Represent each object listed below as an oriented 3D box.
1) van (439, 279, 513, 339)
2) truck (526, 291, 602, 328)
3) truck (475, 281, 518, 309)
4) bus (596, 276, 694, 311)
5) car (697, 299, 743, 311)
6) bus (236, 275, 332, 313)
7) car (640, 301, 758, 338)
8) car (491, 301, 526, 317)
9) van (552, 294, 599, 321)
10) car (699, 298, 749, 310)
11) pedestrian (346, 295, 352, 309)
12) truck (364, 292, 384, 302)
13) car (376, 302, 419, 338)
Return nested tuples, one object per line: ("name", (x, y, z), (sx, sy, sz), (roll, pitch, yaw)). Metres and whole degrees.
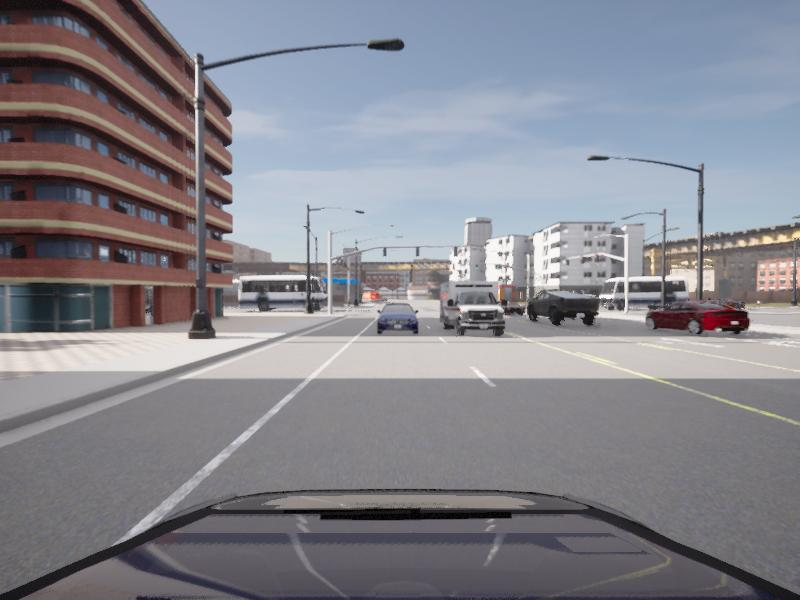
("van", (3.380, 0.368, 19.425), (2.351, 2.431, 6.366), (0, 0, 0))
("truck", (10.369, 0.516, 26.063), (2.390, 2.098, 6.274), (0, 0, 0))
("truck", (14.485, -0.781, 60.673), (2.891, 3.827, 8.468), (0, 1, -13))
("bus", (31.478, -0.839, 51.804), (10.273, 4.253, 3.944), (-1, 1, -1))
("car", (38.934, 0.614, 48.680), (4.193, 1.474, 1.816), (0, 1, -2))
("bus", (-13.515, -0.751, 47.460), (10.273, 4.253, 3.944), (-1, 1, -3))
("car", (13.888, 0.814, 19.072), (1.882, 1.535, 5.008), (0, 0, 0))
("car", (10.244, 0.834, 38.196), (1.895, 1.301, 4.718), (0, 1, -3))
("van", (13.893, 0.544, 31.940), (1.775, 1.987, 4.442), (0, 0, -1))
("car", (42.113, 0.549, 52.125), (4.792, 1.488, 2.163), (0, 1, 0))
("pedestrian", (-6.999, 0.273, 55.242), (0.751, 1.860, 0.751), (0, 1, -4))
("truck", (-6.251, -0.723, 94.581), (2.627, 2.467, 5.204), (-1, 1, -32))
("car", (-0.100, 0.860, 19.250), (1.812, 1.442, 4.674), (0, 0, 0))
